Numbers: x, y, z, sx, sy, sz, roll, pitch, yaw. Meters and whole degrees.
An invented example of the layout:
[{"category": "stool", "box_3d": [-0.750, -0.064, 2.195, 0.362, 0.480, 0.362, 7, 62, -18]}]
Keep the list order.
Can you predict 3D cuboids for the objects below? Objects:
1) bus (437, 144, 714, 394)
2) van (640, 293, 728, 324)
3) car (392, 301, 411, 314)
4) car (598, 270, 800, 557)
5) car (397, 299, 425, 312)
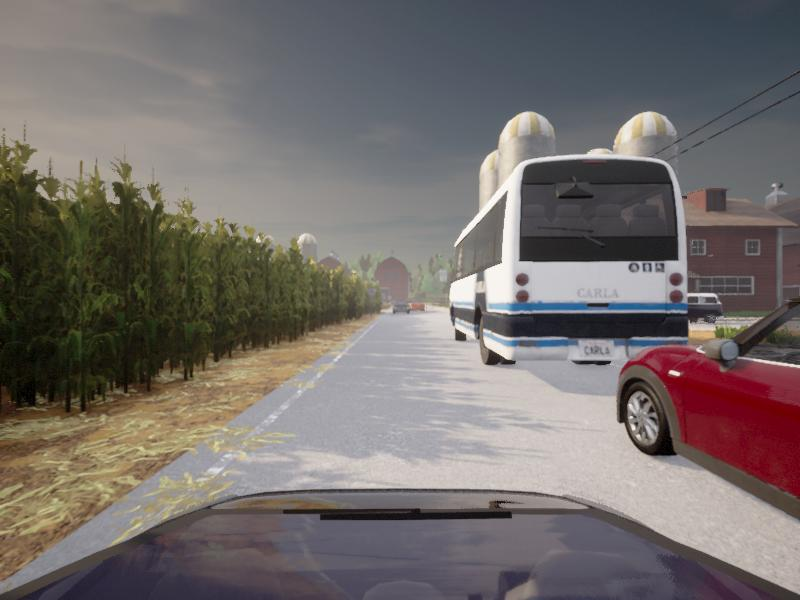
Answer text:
[{"category": "bus", "box_3d": [3.466, -0.528, 11.974, 3.944, 4.253, 10.273, 0, 0, 1]}, {"category": "van", "box_3d": [19.073, 0.559, 26.983, 4.480, 2.038, 2.069, 0, 0, -1]}, {"category": "car", "box_3d": [0.131, 0.849, 47.362, 2.038, 1.542, 4.974, 0, 0, -1]}, {"category": "car", "box_3d": [3.511, 0.696, 2.711, 2.097, 1.767, 4.553, 0, 0, 0]}, {"category": "car", "box_3d": [1.487, 0.720, 55.796, 2.097, 1.767, 4.553, 0, 0, -26]}]
